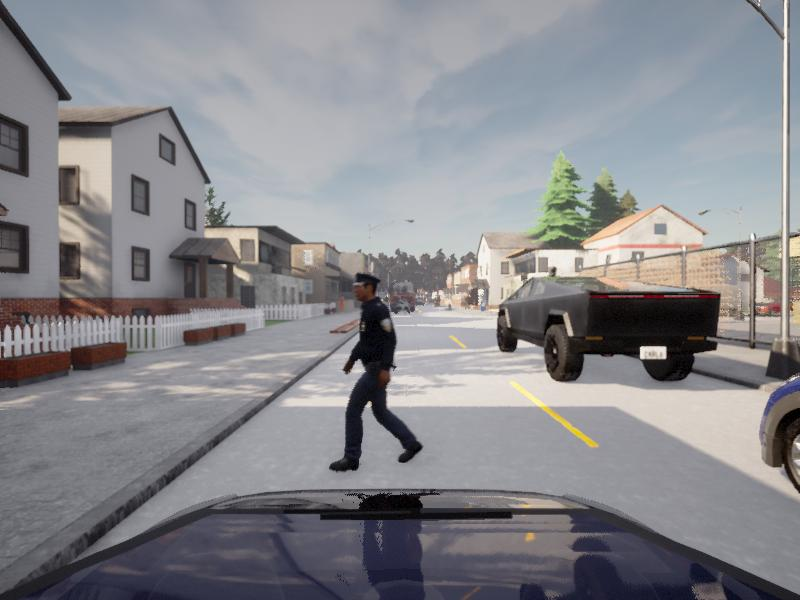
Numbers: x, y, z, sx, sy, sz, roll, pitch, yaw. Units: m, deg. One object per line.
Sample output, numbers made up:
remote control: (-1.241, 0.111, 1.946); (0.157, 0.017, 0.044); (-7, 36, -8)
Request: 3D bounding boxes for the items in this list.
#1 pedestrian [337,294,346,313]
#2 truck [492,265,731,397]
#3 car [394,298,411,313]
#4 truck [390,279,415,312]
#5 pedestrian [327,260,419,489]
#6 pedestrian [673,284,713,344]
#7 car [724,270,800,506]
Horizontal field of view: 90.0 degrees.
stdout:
pedestrian: (-5.721, 0.338, 39.349); (0.751, 1.860, 0.751); (0, 0, 2)
truck: (4.070, 0.477, 9.480); (2.390, 2.098, 6.274); (0, 0, 0)
car: (0.287, 0.595, 42.901); (1.789, 1.549, 3.705); (0, 0, 0)
truck: (0.321, -0.579, 51.172); (2.891, 3.827, 8.468); (0, 0, 0)
pedestrian: (-0.282, 0.605, 3.700); (0.751, 1.860, 0.751); (0, 0, -12)
pedestrian: (9.369, 0.446, 12.828); (0.751, 1.860, 0.751); (0, 0, 5)
car: (4.030, 0.668, 1.409); (2.097, 1.767, 4.553); (0, 0, 0)
